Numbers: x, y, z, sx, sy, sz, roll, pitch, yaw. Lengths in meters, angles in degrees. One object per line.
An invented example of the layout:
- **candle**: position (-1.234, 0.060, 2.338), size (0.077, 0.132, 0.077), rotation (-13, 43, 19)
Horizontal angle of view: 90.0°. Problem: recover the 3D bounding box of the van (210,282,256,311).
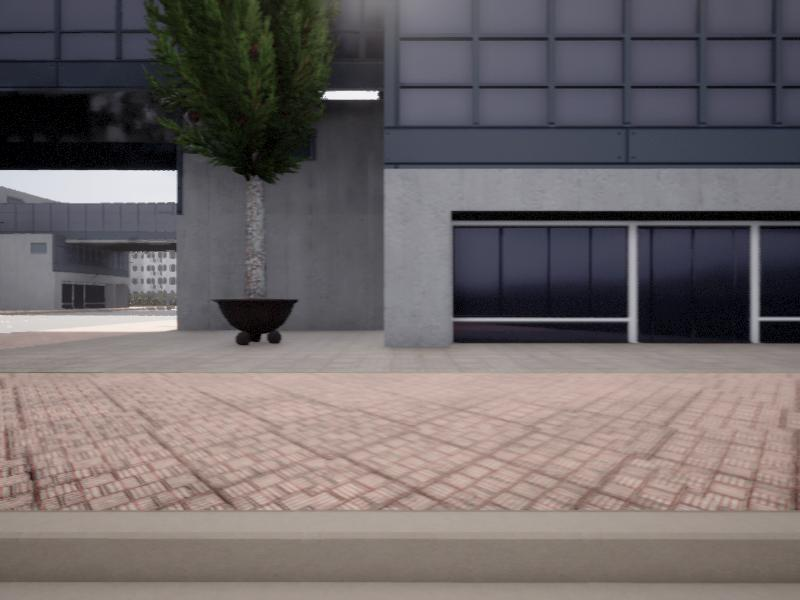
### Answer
- **van**: position (-15.961, -0.283, 38.691), size (1.988, 2.561, 5.915), rotation (0, 0, 0)
